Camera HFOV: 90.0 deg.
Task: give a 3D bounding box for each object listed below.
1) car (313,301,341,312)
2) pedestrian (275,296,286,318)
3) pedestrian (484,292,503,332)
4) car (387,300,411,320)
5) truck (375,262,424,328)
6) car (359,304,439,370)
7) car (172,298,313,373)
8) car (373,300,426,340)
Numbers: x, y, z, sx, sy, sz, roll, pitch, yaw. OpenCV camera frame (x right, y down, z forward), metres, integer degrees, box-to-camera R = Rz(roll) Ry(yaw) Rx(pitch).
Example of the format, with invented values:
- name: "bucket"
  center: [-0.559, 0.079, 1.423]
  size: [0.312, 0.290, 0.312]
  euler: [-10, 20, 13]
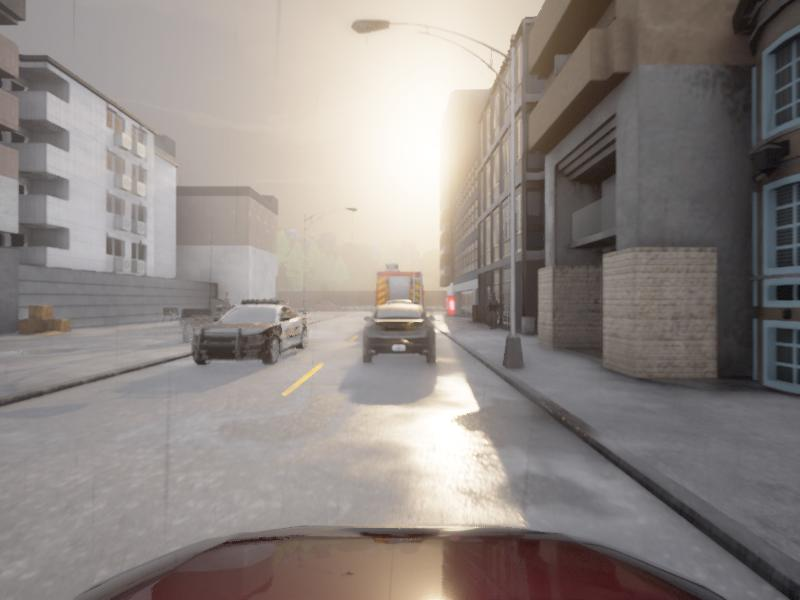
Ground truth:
- name: "car"
  center: [-10.130, 0.917, 55.594]
  size: [3.633, 1.501, 1.845]
  euler: [0, 0, 0]
- name: "pedestrian"
  center: [-10.005, 0.587, 33.558]
  size: [0.751, 1.860, 0.751]
  euler: [0, 0, -1]
- name: "pedestrian"
  center: [4.501, 0.565, 19.305]
  size: [0.751, 1.860, 0.751]
  euler: [0, 0, 3]
- name: "car"
  center: [-0.077, 0.836, 36.375]
  size: [2.033, 1.649, 4.856]
  euler: [0, 0, 0]
- name: "truck"
  center: [-0.026, -0.276, 27.565]
  size: [2.891, 3.827, 8.468]
  euler: [0, 0, 0]
- name: "car"
  center: [-0.010, 0.862, 11.555]
  size: [1.837, 1.490, 4.892]
  euler: [0, 0, 0]
- name: "car"
  center: [-3.997, 0.789, 11.335]
  size: [1.930, 1.638, 5.238]
  euler: [0, 0, 0]
- name: "car"
  center: [-0.025, 0.811, 18.814]
  size: [2.152, 1.651, 5.027]
  euler: [0, 0, 0]
